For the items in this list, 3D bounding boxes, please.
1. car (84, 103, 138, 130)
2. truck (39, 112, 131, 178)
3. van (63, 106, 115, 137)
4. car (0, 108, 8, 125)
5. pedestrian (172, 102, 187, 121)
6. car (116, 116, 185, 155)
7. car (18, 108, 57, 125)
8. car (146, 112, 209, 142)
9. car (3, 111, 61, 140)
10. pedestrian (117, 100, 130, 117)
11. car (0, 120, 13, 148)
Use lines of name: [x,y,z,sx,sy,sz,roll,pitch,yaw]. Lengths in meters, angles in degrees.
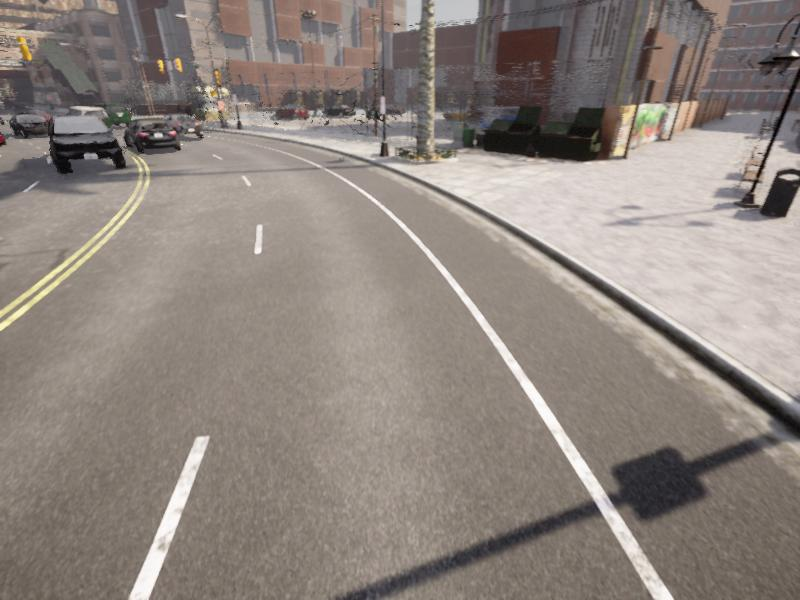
car: [-27.324,-17.424,37.771,5.566,2.045,2.150,22,34,35]
truck: [-14.305,-7.212,18.094,2.390,2.098,6.274,-19,33,-33]
van: [-24.382,-14.066,31.375,4.442,1.987,1.775,22,35,36]
car: [-41.776,-18.711,40.678,3.705,1.549,1.789,21,34,35]
pedestrian: [-24.276,-20.765,44.065,0.751,1.860,0.751,15,31,26]
car: [-14.678,-9.748,23.455,2.242,1.667,4.611,-22,35,-36]
car: [-37.963,-19.233,41.916,4.181,1.385,1.994,22,34,35]
car: [-16.270,-12.707,29.208,5.027,1.651,2.152,24,35,38]
car: [-27.408,-13.049,29.761,5.238,1.638,1.930,22,34,35]
pedestrian: [-35.404,-24.545,51.276,0.751,1.860,0.751,23,35,37]
car: [-26.252,-10.399,24.825,4.792,1.488,2.163,22,34,35]
